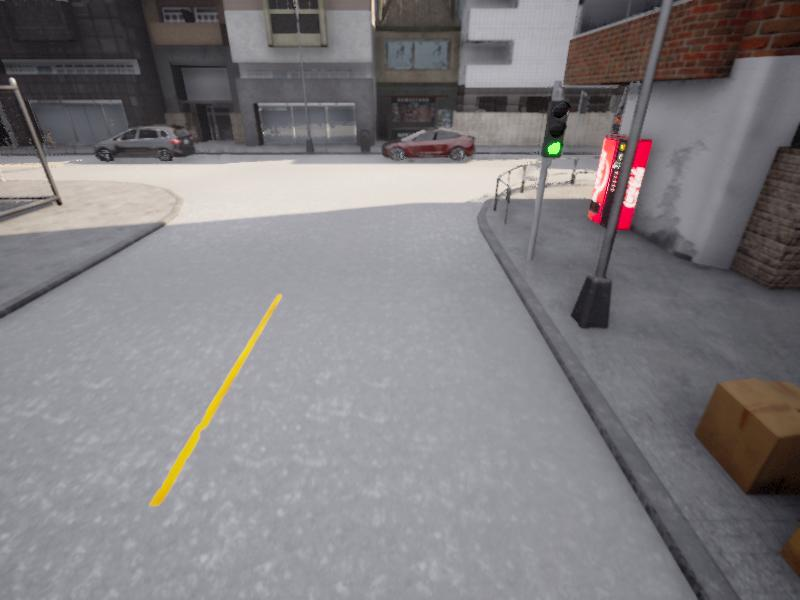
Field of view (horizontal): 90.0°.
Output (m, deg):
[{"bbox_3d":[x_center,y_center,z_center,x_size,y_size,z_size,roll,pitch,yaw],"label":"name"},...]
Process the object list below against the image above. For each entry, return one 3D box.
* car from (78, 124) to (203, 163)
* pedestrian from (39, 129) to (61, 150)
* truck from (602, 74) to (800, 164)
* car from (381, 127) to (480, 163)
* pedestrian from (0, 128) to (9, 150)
[{"bbox_3d":[-13.080,-8.037,20.467,4.611,1.667,2.242,0,27,0],"label":"car"},{"bbox_3d":[-20.805,-9.562,23.795,0.500,1.100,0.500,-6,28,-11],"label":"pedestrian"},{"bbox_3d":[15.455,-9.050,20.019,8.468,3.827,2.891,0,27,0],"label":"truck"},{"bbox_3d":[1.458,-7.981,20.533,4.792,1.488,2.163,0,27,0],"label":"car"},{"bbox_3d":[-23.832,-9.703,23.244,0.751,1.860,0.751,4,27,7],"label":"pedestrian"}]
